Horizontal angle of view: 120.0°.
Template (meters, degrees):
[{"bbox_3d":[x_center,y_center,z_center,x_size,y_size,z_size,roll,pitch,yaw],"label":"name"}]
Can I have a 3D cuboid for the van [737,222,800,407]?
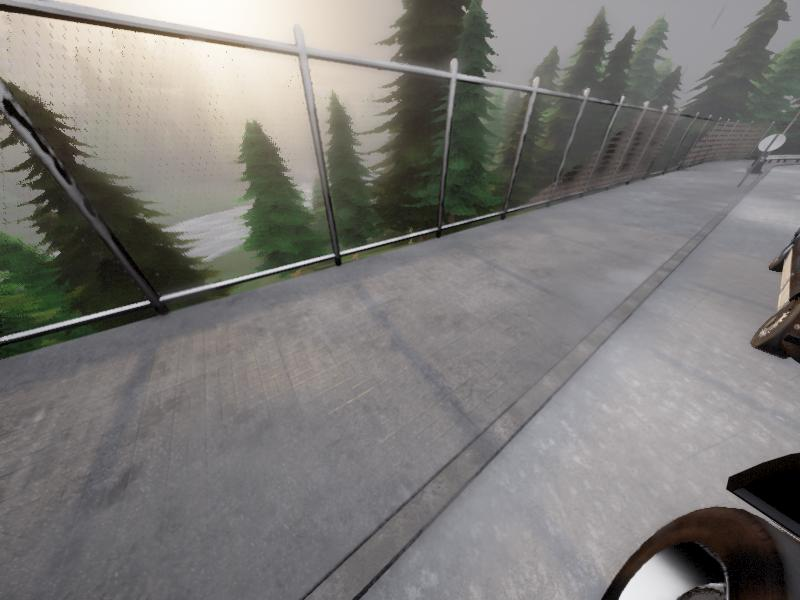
[{"bbox_3d":[6.826,-0.674,2.627,5.915,2.561,1.988,-22,41,-28],"label":"van"}]
